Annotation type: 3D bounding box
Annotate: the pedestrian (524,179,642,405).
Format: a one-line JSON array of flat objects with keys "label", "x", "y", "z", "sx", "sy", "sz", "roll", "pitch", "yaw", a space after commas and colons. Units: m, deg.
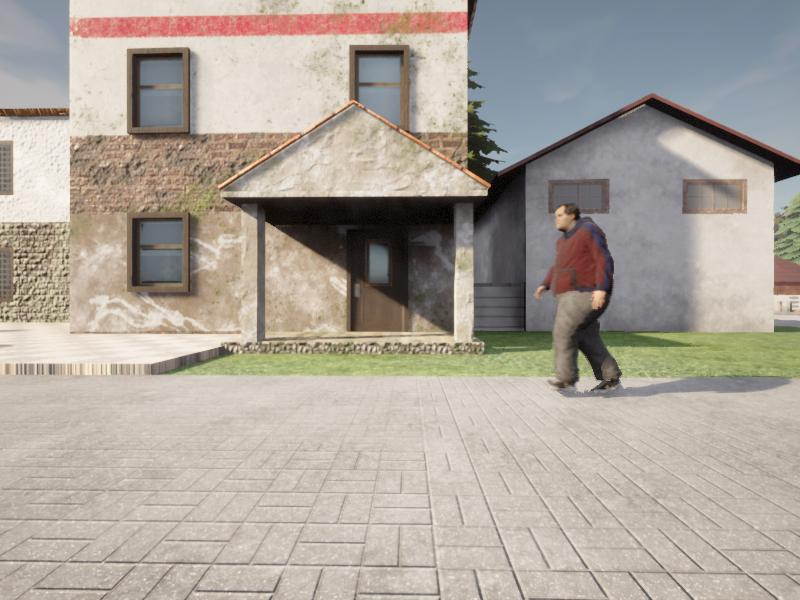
[{"label": "pedestrian", "x": 1.628, "y": -0.066, "z": 3.681, "sx": 0.751, "sy": 1.860, "sz": 0.751, "roll": 0, "pitch": 0, "yaw": 1}]
